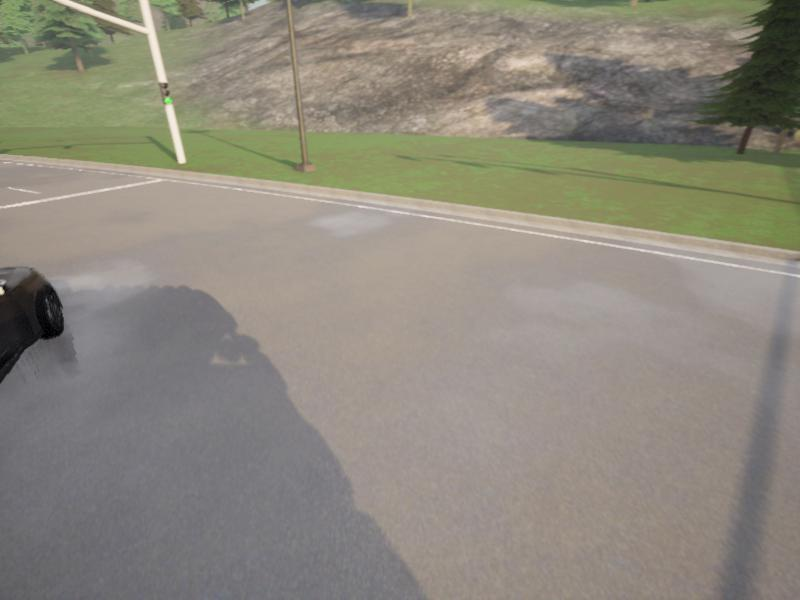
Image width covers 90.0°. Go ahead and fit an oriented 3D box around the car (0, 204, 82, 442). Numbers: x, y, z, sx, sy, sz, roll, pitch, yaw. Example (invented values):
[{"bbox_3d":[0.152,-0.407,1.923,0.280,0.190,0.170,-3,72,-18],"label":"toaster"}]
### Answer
[{"bbox_3d":[-5.232,0.558,3.736,2.242,1.667,4.611,-10,29,-20],"label":"car"}]
